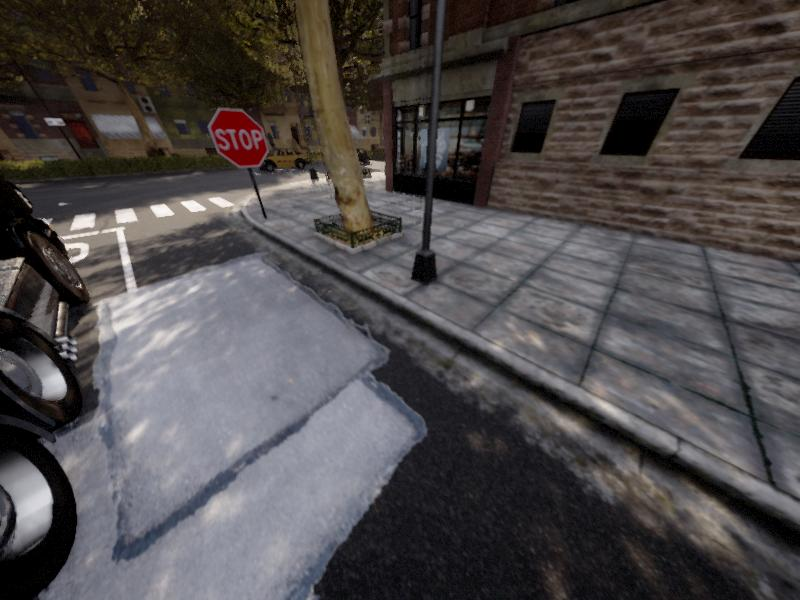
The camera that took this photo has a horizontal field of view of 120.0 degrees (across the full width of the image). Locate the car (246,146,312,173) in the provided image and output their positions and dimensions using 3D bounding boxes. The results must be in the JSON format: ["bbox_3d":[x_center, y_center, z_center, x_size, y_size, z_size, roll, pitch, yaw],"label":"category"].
[{"bbox_3d":[-10.822,-12.842,21.009,1.932,1.855,4.605,28,43,34],"label":"car"}]

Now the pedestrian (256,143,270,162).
[{"bbox_3d":[-16.637,-17.847,27.978,0.751,1.860,0.751,29,44,35],"label":"pedestrian"}]

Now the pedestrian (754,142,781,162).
[{"bbox_3d":[42.089,-16.942,26.476,0.751,1.860,0.751,28,43,34],"label":"pedestrian"}]

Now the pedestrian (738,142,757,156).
[{"bbox_3d":[54.744,-23.811,36.378,0.751,1.860,0.751,25,42,32],"label":"pedestrian"}]

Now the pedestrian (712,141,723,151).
[{"bbox_3d":[72.445,-35.167,52.759,0.751,1.860,0.751,-28,43,-34],"label":"pedestrian"}]

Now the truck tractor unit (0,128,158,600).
[{"bbox_3d":[-4.864,-0.493,1.065,6.516,4.208,3.053,28,43,34],"label":"truck tractor unit"}]

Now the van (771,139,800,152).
[{"bbox_3d":[91.037,-36.351,54.223,2.351,2.431,6.366,29,44,35],"label":"van"}]

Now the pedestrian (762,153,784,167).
[{"bbox_3d":[34.634,-12.998,21.459,0.500,1.100,0.500,27,43,33],"label":"pedestrian"}]
